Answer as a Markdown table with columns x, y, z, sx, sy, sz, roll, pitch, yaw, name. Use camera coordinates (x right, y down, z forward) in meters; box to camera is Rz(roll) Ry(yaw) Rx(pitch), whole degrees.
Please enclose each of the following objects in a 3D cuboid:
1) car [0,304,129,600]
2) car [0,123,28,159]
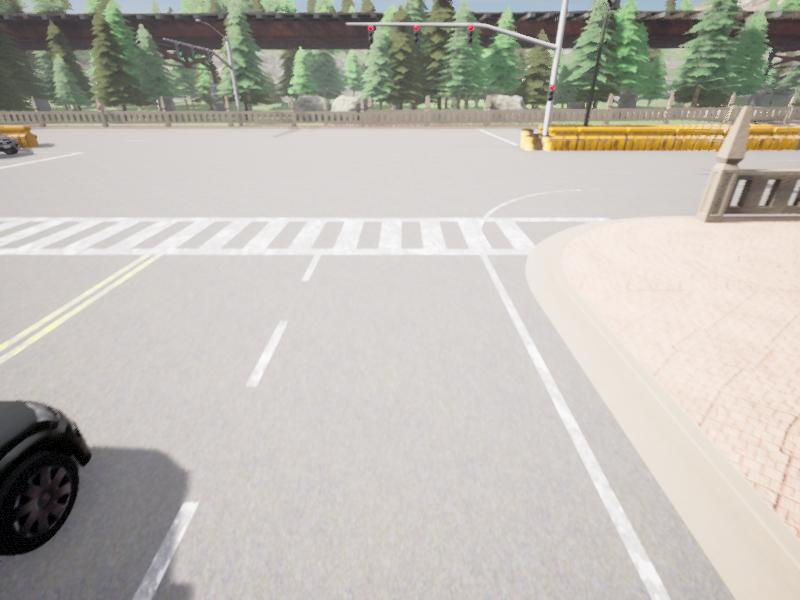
| x | y | z | sx | sy | sz | roll | pitch | yaw | name |
| --- | --- | --- | --- | --- | --- | --- | --- | --- | --- |
| -3.489 | 1.664 | 1.642 | 1.851 | 1.617 | 3.988 | 0 | 27 | 0 | car |
| -24.001 | -8.663 | 21.786 | 5.027 | 1.651 | 2.152 | 0 | 27 | 0 | car |
